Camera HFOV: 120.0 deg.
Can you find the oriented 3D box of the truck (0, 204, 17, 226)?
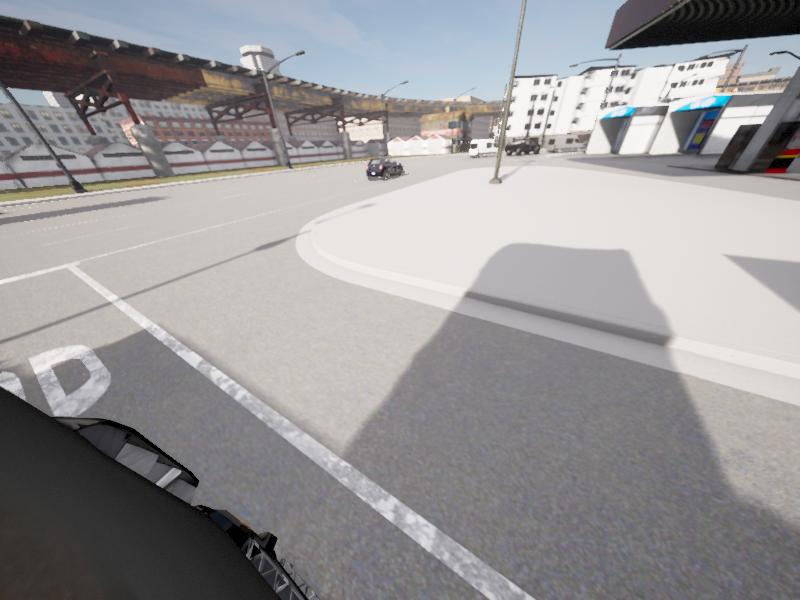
[{"bbox_3d":[-21.446,-3.476,7.439,2.891,3.827,8.468,16,38,26],"label":"truck"}]

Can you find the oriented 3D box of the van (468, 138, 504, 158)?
[{"bbox_3d":[14.566,-25.771,39.285,5.915,2.561,1.988,-21,37,-25],"label":"van"}]

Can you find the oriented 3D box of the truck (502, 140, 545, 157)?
[{"bbox_3d":[20.482,-25.248,38.425,6.274,2.098,2.390,-16,36,-19],"label":"truck"}]

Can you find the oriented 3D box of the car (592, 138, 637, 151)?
[{"bbox_3d":[36.864,-26.823,39.903,5.238,1.638,1.930,0,34,4],"label":"car"}]

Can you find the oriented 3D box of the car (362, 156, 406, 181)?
[{"bbox_3d":[-1.178,-10.911,19.085,1.845,1.501,3.633,16,38,26],"label":"car"}]

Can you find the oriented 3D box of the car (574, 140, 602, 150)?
[{"bbox_3d":[39.544,-32.615,48.631,3.806,1.475,1.970,2,34,7],"label":"car"}]

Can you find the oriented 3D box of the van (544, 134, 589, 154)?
[{"bbox_3d":[28.609,-26.831,39.761,5.915,2.561,1.988,-7,34,-6],"label":"van"}]
